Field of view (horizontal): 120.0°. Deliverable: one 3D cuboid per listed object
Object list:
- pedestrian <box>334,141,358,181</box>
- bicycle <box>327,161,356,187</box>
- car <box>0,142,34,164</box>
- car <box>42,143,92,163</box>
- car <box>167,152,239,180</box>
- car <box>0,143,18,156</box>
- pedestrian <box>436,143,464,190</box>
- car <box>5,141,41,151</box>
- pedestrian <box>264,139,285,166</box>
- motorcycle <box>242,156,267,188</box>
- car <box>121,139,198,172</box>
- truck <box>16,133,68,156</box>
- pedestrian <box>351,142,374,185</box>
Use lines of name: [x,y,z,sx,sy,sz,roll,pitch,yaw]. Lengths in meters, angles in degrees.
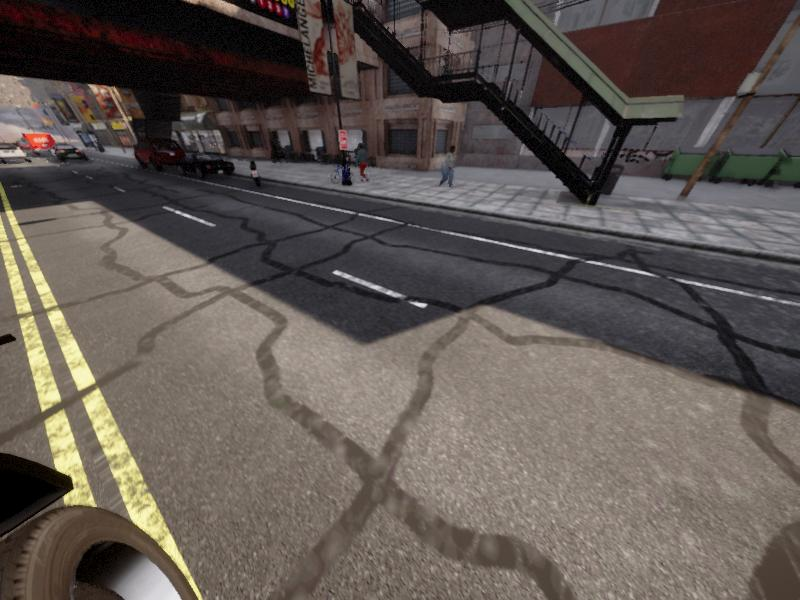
pedestrian: [-3.044,-7.886,13.136,0.751,1.860,0.751,25,42,31]
bicycle: [-2.995,-6.470,11.877,1.643,1.024,0.373,21,30,27]
car: [-39.100,-14.738,23.106,3.988,1.617,1.851,21,40,27]
car: [-35.626,-15.785,24.683,4.974,1.542,2.038,21,40,27]
car: [-13.436,-9.247,15.775,4.718,1.301,1.895,21,40,27]
car: [-54.506,-20.575,31.525,4.718,1.301,1.895,21,40,27]
pedestrian: [2.352,-6.369,11.025,0.751,1.860,0.751,29,44,34]
car: [-66.669,-27.298,40.885,4.181,1.385,1.994,13,37,18]
pedestrian: [-10.761,-12.662,19.845,0.751,1.860,0.751,16,38,21]
motorcycle: [-8.006,-7.109,12.770,0.764,1.277,2.356,-16,38,-22]
car: [-19.616,-11.909,18.866,5.566,2.045,2.435,21,40,27]
truck: [-49.213,-21.427,31.759,5.204,2.467,2.627,21,40,27]
pedestrian: [-1.935,-7.191,12.159,0.751,1.860,0.751,27,43,32]
